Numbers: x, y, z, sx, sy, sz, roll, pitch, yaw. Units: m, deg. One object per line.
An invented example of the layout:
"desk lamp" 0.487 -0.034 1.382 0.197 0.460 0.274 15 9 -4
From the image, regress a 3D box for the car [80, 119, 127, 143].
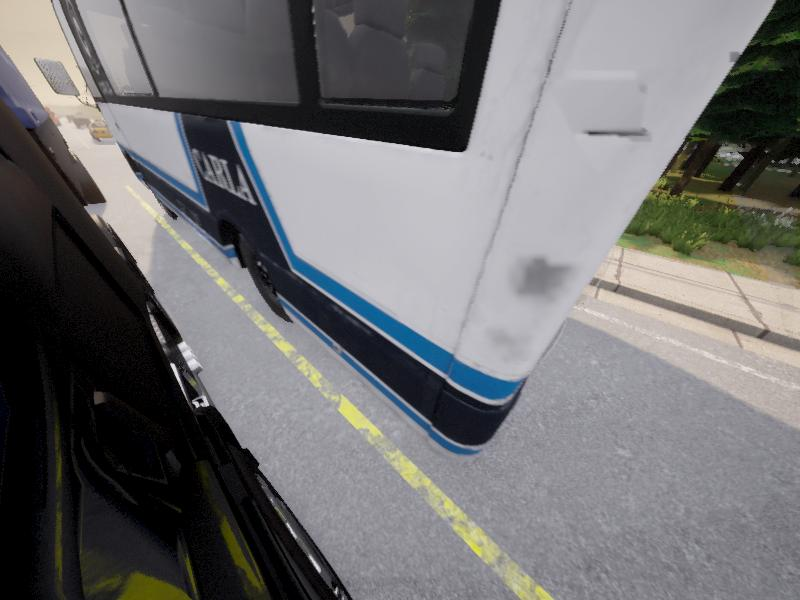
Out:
"car" -27.736 -15.865 21.606 5.366 1.575 1.801 29 44 30

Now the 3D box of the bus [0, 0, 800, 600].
"bus" -2.329 -2.909 3.858 10.273 4.253 3.944 30 45 29

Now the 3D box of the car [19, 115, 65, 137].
"car" -35.372 -17.237 22.901 3.988 1.617 1.851 28 44 30

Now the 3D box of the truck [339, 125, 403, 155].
"truck" -2.642 -15.829 22.863 2.390 2.098 6.274 26 43 28

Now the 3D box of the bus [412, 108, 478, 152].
"bus" 6.304 -23.415 31.787 3.944 4.253 10.273 26 44 28

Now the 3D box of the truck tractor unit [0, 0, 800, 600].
"truck tractor unit" -2.645 -0.295 0.351 6.516 4.208 3.053 28 44 30

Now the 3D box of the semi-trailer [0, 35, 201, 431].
"semi-trailer" -8.654 -3.646 4.254 14.254 4.402 2.717 29 44 30
